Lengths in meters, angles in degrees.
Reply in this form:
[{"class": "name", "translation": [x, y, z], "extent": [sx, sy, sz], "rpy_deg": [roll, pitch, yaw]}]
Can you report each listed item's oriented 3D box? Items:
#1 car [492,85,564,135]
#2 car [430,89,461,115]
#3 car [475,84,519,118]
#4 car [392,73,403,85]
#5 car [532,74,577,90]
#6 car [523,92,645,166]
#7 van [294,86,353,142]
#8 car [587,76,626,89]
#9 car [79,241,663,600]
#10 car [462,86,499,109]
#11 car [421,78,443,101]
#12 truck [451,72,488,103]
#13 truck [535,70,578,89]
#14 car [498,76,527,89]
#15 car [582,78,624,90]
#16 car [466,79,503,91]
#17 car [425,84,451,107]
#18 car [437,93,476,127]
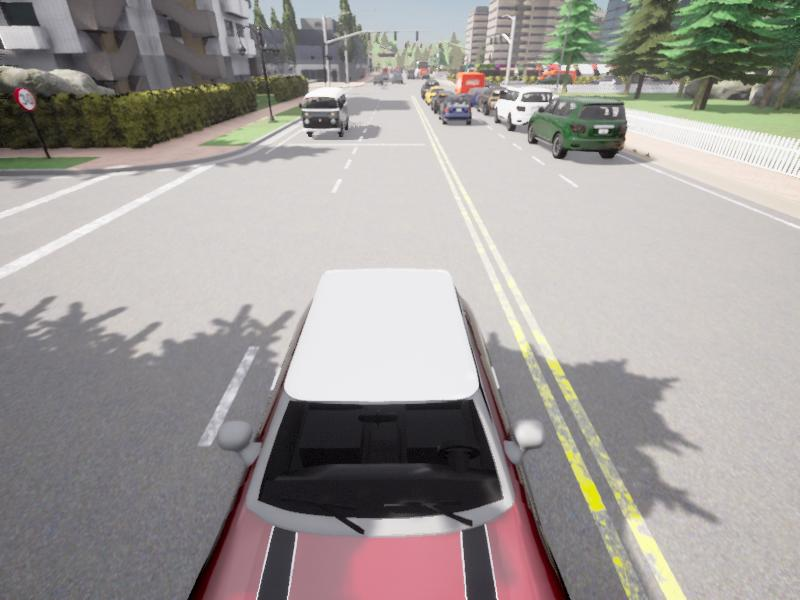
[{"class": "car", "translation": [6.848, -10.685, 22.245], "extent": [2.150, 2.045, 5.566], "rpy_deg": [0, 30, 0]}, {"class": "car", "translation": [3.311, -14.806, 29.857], "extent": [1.816, 1.474, 4.193], "rpy_deg": [0, 30, 0]}, {"class": "car", "translation": [6.818, -14.273, 28.547], "extent": [1.932, 1.855, 4.605], "rpy_deg": [0, 30, 0]}, {"class": "car", "translation": [-0.412, -42.633, 77.123], "extent": [2.097, 1.767, 4.553], "rpy_deg": [0, 30, 0]}, {"class": "car", "translation": [22.928, -32.554, 59.642], "extent": [5.566, 2.045, 2.150], "rpy_deg": [-1, 30, -1]}, {"class": "car", "translation": [6.883, -6.998, 15.941], "extent": [2.150, 2.045, 5.566], "rpy_deg": [0, 30, 0]}, {"class": "van", "translation": [-3.641, -9.378, 19.997], "extent": [2.069, 2.038, 4.480], "rpy_deg": [0, 31, 0]}, {"class": "car", "translation": [32.498, -34.289, 63.008], "extent": [4.856, 1.649, 2.033], "rpy_deg": [-1, 30, -1]}, {"class": "car", "translation": [-0.109, 0.988, 2.848], "extent": [1.970, 1.475, 3.806], "rpy_deg": [0, 30, 0]}, {"class": "car", "translation": [6.791, -17.398, 34.284], "extent": [2.163, 1.488, 4.792], "rpy_deg": [0, 30, 0]}, {"class": "car", "translation": [3.255, -22.063, 41.864], "extent": [1.932, 1.855, 4.605], "rpy_deg": [0, 30, 0]}, {"class": "truck", "translation": [6.765, -21.045, 39.540], "extent": [2.627, 2.467, 5.204], "rpy_deg": [0, 30, 0]}, {"class": "truck", "translation": [24.393, -34.522, 62.600], "extent": [5.204, 2.467, 2.627], "rpy_deg": [-1, 30, -2]}, {"class": "car", "translation": [17.603, -34.092, 62.705], "extent": [3.988, 1.617, 1.851], "rpy_deg": [0, 30, 1]}, {"class": "car", "translation": [30.376, -32.439, 59.961], "extent": [4.974, 1.542, 2.038], "rpy_deg": [-1, 30, -1]}, {"class": "car", "translation": [11.945, -30.430, 56.571], "extent": [4.792, 1.488, 2.163], "rpy_deg": [2, 30, 4]}, {"class": "car", "translation": [3.283, -18.378, 35.858], "extent": [1.801, 1.575, 5.366], "rpy_deg": [0, 30, 0]}, {"class": "car", "translation": [3.340, -11.650, 24.382], "extent": [1.789, 1.549, 3.705], "rpy_deg": [0, 30, 0]}]
